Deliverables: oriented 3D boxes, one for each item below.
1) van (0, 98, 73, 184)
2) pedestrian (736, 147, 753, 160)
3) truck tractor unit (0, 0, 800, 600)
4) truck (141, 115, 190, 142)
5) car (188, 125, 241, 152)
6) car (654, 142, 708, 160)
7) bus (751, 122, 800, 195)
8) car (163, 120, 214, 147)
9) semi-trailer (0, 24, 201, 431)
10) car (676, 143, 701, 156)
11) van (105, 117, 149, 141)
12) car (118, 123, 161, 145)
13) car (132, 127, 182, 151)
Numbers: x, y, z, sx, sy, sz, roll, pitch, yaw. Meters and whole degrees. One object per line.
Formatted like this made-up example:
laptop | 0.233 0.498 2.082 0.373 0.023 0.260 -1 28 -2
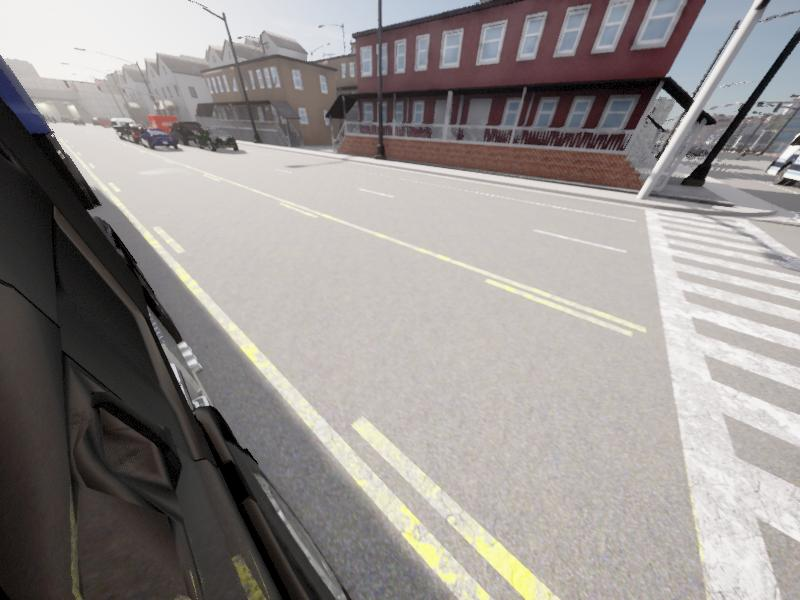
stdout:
van | -16.751 -6.916 9.861 5.915 2.561 1.988 27 43 30
pedestrian | 60.550 -25.691 40.622 0.751 1.860 0.751 30 44 32
truck tractor unit | -2.645 -0.295 0.351 6.516 4.208 3.053 28 44 30
truck | -28.670 -20.993 28.245 5.204 2.467 2.627 28 44 30
car | -16.924 -14.754 21.094 4.553 1.767 2.097 27 43 29
car | 48.894 -26.053 40.362 2.150 2.045 5.566 -29 48 -36
bus | 26.593 -8.349 13.050 3.944 4.253 10.273 27 43 29
car | -22.529 -17.731 24.564 5.566 2.045 2.150 27 43 30
semi-trailer | -8.698 -3.597 4.241 14.254 4.402 2.717 28 42 30
car | 62.651 -32.779 50.243 2.150 2.045 5.566 27 43 29
van | -31.631 -19.752 26.742 4.480 2.038 2.069 27 43 29
car | -26.886 -17.129 23.849 3.988 1.617 1.851 27 43 29
car | -21.587 -14.322 20.513 4.674 1.442 1.812 27 43 30
